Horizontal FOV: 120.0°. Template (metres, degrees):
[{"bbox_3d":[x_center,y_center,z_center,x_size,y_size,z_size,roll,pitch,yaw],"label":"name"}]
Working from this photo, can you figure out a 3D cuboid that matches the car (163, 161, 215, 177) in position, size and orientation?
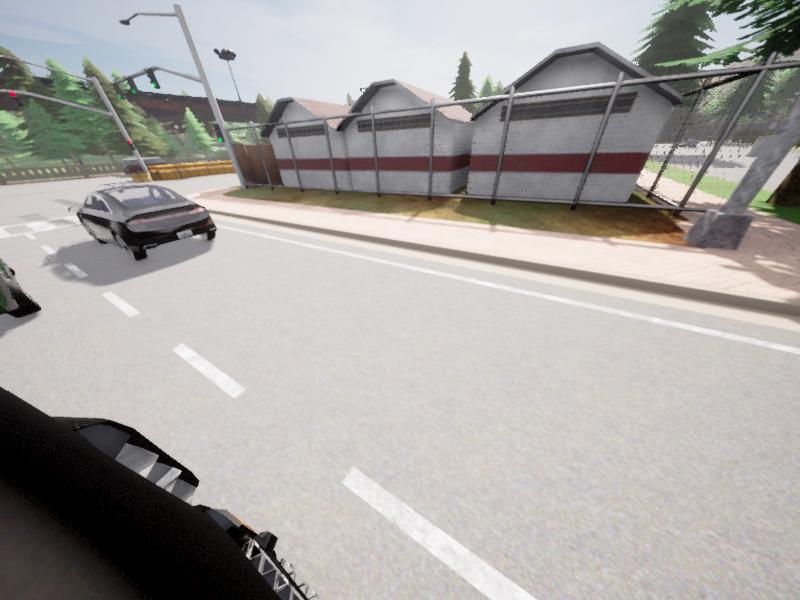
[{"bbox_3d":[-26.322,-16.525,28.958,1.994,1.385,4.181,15,38,24],"label":"car"}]

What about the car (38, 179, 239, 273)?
[{"bbox_3d":[-7.303,-2.371,6.498,4.902,1.511,2.128,16,38,25],"label":"car"}]

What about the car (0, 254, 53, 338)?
[{"bbox_3d":[-8.107,-0.471,3.459,4.553,1.767,2.097,16,38,26],"label":"car"}]

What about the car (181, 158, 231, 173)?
[{"bbox_3d":[-27.590,-19.361,33.144,2.128,1.511,4.902,15,38,24],"label":"car"}]

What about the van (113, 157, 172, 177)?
[{"bbox_3d":[-33.431,-17.441,30.222,1.775,1.987,4.442,15,38,24],"label":"van"}]
